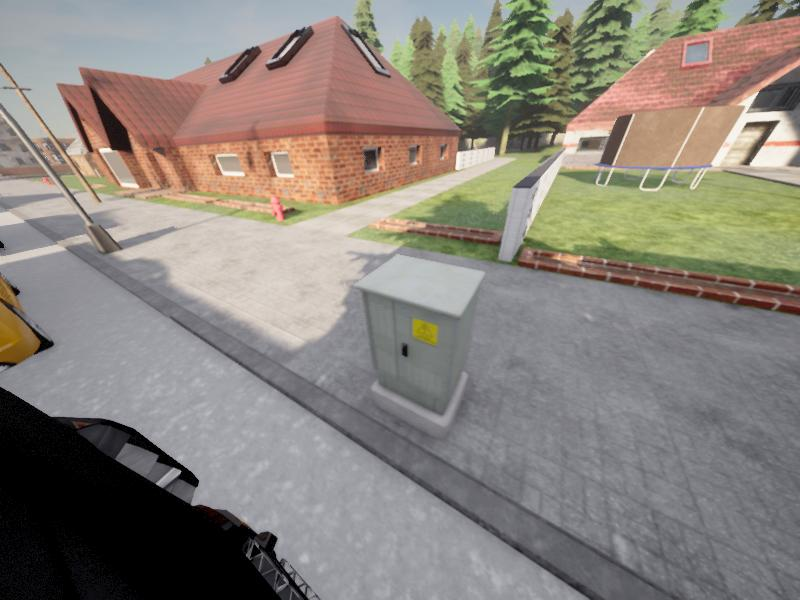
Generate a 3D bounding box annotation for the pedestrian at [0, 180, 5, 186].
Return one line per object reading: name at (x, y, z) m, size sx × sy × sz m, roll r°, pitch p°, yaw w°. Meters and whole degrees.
pedestrian at (-42.685, -12.877, 24.025) m, size 0.751 × 1.860 × 0.751 m, roll 16°, pitch 38°, yaw 26°

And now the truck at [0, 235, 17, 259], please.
truck at (-14.032, -2.323, 6.383) m, size 6.274 × 2.098 × 2.390 m, roll 17°, pitch 38°, yaw 26°

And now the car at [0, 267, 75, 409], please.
car at (-6.605, 0.080, 2.803) m, size 5.008 × 1.535 × 1.882 m, roll 16°, pitch 38°, yaw 26°
